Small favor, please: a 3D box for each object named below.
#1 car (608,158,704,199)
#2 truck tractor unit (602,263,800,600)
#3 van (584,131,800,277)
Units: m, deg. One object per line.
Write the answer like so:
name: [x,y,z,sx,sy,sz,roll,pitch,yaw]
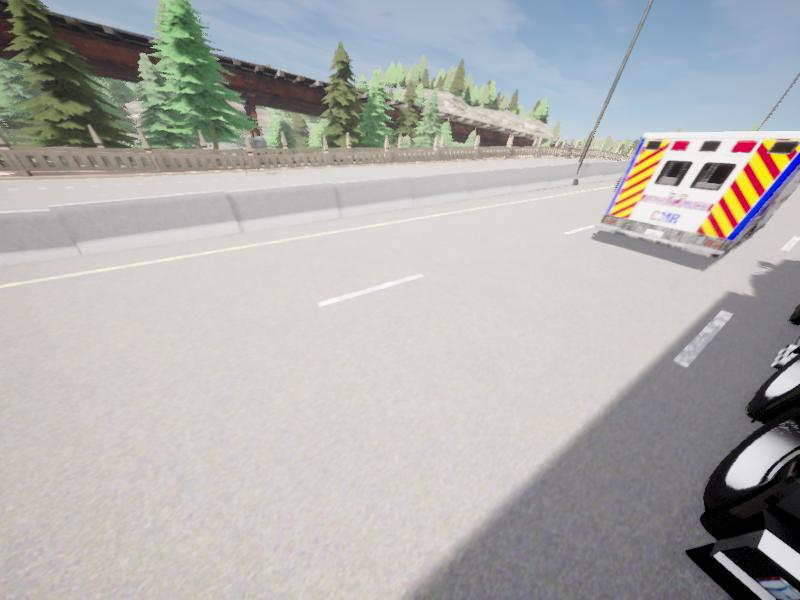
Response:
car: [13.417,-6.498,12.160,3.806,1.475,1.970,-18,39,-24]
truck tractor unit: [5.112,-0.298,0.783,6.516,4.208,3.053,-18,39,-24]
van: [8.478,-2.967,6.220,6.366,2.431,2.351,-18,39,-24]
